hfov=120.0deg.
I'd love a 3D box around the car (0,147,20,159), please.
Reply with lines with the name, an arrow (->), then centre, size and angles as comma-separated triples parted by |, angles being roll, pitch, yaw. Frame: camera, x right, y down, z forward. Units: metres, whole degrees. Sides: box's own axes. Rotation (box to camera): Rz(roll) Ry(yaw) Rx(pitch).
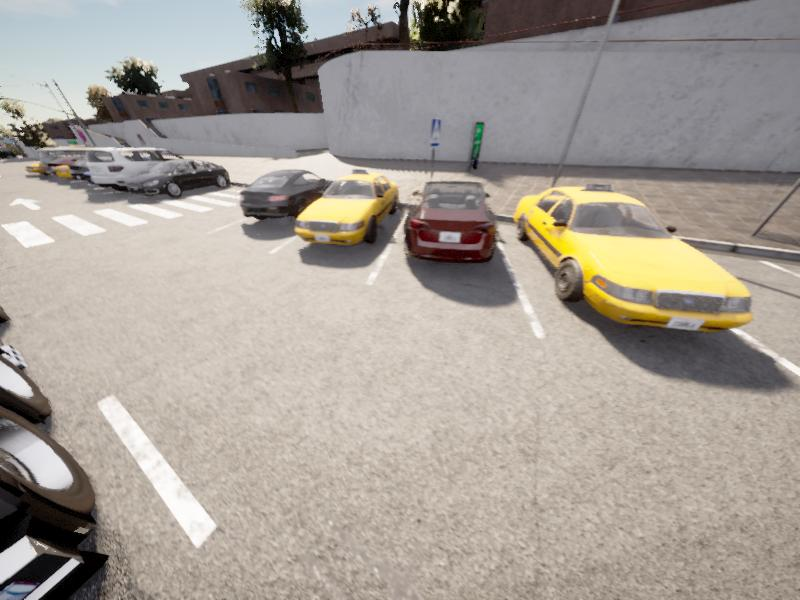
car -> -74.980, -27.023, 42.514 | 1.878, 1.987, 4.442 | 5, 34, 9

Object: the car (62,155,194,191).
car -> -16.758, -8.267, 14.789 | 2.097, 1.535, 5.008 | 6, 34, 8

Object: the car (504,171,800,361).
car -> 3.871, -1.477, 4.757 | 1.946, 1.575, 5.366 | 6, 35, 8

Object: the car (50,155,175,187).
car -> -19.350, -9.087, 16.022 | 2.231, 1.521, 4.892 | 5, 34, 9

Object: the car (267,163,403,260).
car -> -1.296, -3.161, 7.219 | 1.946, 1.575, 5.366 | 6, 35, 8

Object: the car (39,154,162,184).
car -> -21.899, -10.023, 17.417 | 1.946, 1.575, 5.366 | 5, 34, 9

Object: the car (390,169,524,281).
car -> 1.319, -2.412, 6.183 | 2.163, 1.488, 4.792 | 6, 35, 8

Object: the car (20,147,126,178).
car -> -27.113, -11.690, 19.529 | 1.878, 1.987, 4.442 | 6, 34, 8

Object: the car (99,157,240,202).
car -> -11.589, -6.606, 12.315 | 2.231, 1.521, 4.892 | 6, 34, 8

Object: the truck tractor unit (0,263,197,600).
truck tractor unit -> -5.115, -0.296, 0.780 | 6.516, 4.208, 3.053 | 18, 39, 24

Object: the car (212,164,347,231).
car -> -3.852, -4.065, 8.625 | 2.002, 1.452, 4.674 | 5, 34, 8

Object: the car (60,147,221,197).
car -> -14.181, -7.661, 13.431 | 2.435, 2.045, 5.566 | 5, 34, 8
